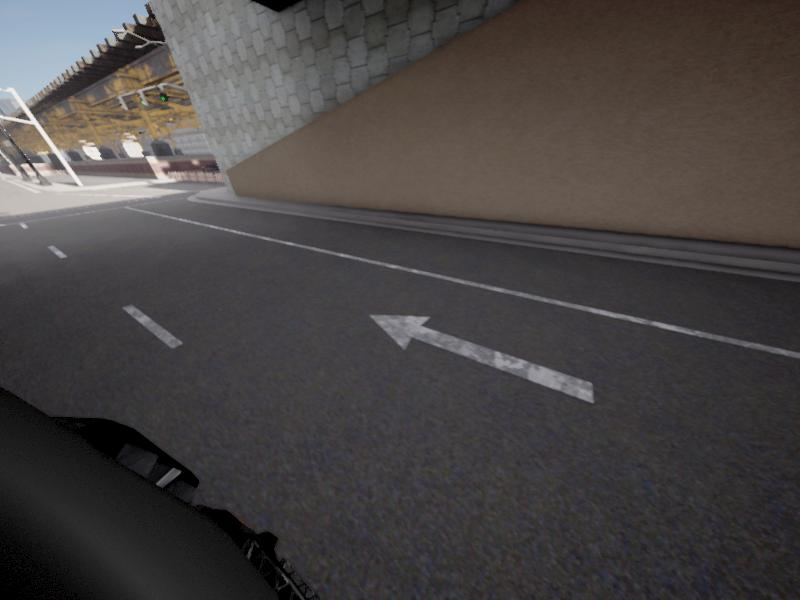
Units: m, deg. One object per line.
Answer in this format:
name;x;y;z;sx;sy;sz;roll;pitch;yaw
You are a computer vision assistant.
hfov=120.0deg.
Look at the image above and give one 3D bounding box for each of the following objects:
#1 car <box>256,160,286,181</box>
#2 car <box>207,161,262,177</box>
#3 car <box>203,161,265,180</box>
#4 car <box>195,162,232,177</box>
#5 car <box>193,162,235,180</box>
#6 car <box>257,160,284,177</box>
car;-13.405;-13.464;23.902;2.038;1.542;4.974;-19;37;-23
car;-18.327;-14.629;25.740;4.536;1.218;1.853;-4;33;-2
car;-18.372;-14.493;25.824;4.974;1.542;2.038;-4;33;-2
car;-22.304;-15.859;27.894;1.853;1.218;4.536;-10;34;-11
car;-22.284;-15.701;27.939;2.038;1.542;4.974;-10;34;-11
car;-13.438;-13.620;23.853;1.853;1.218;4.536;-19;37;-23
